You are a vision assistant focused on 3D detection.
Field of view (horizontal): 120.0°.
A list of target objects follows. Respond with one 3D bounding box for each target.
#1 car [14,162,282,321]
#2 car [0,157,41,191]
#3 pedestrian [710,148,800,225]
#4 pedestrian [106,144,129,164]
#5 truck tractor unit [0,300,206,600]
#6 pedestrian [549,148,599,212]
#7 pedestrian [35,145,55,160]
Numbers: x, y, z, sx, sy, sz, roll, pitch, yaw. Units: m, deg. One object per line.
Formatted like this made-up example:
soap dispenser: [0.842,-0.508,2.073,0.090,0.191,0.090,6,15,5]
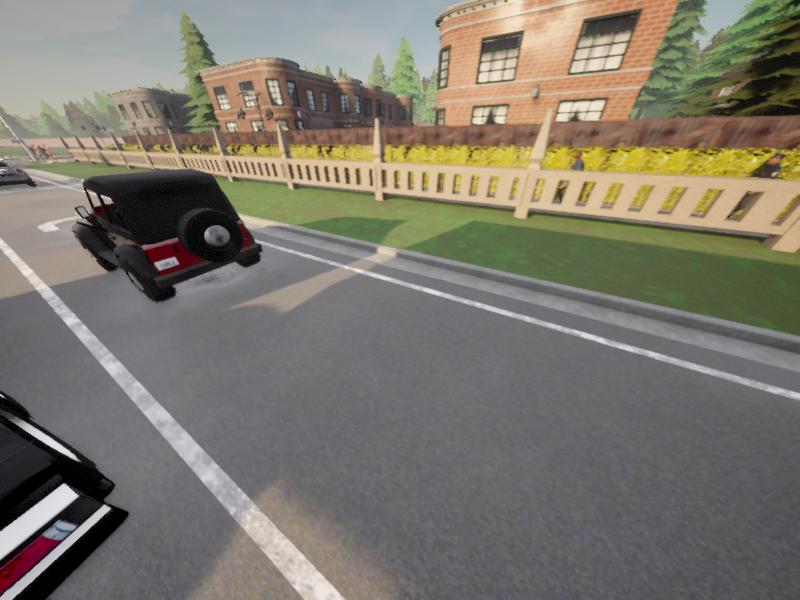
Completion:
car: [-4.660,-1.466,4.496,3.866,1.878,1.905,18,39,24]
car: [-24.199,-7.593,13.828,3.806,1.475,1.970,18,39,24]
pedestrian: [10.375,-3.268,6.696,0.751,1.860,0.751,19,39,25]
pedestrian: [-31.593,-16.372,25.876,0.751,1.860,0.751,17,38,23]
truck tractor unit: [-5.230,-0.161,0.575,6.516,4.208,3.053,13,37,18]
pedestrian: [5.945,-4.168,8.025,0.751,1.860,0.751,18,39,24]
pedestrian: [-53.323,-22.199,34.694,0.751,1.860,0.751,21,40,28]
